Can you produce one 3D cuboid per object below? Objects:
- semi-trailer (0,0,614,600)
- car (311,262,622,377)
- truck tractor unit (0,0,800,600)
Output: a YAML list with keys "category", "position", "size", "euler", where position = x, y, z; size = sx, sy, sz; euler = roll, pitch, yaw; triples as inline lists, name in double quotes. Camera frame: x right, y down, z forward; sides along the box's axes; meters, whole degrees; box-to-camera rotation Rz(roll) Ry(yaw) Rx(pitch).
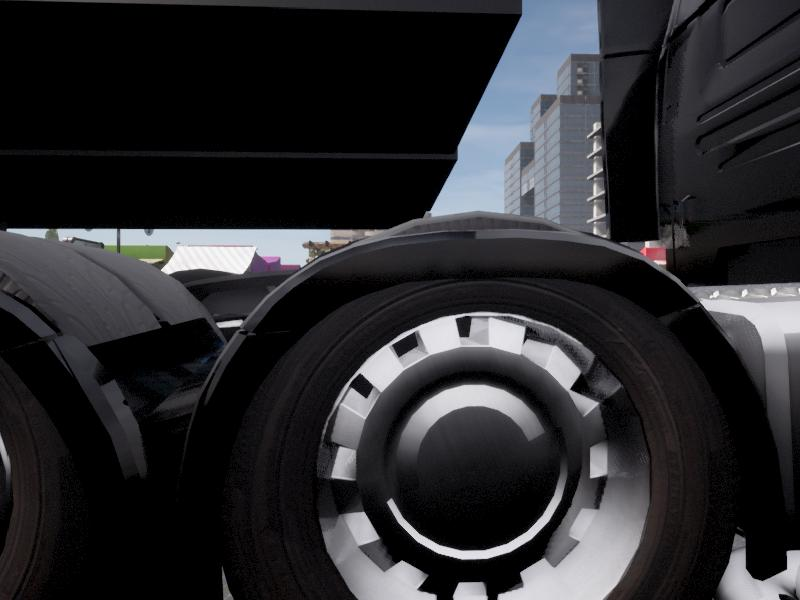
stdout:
- category: "semi-trailer"
  position: [-6.800, -1.218, 1.762]
  size: [14.254, 4.402, 2.717]
  euler: [0, 0, -2]
- category: "car"
  position: [0.977, 0.251, 6.849]
  size: [4.792, 1.488, 2.163]
  euler: [0, 0, -15]
- category: "truck tractor unit"
  position: [1.104, -1.116, 2.105]
  size: [6.516, 4.208, 3.053]
  euler: [0, 0, -3]
